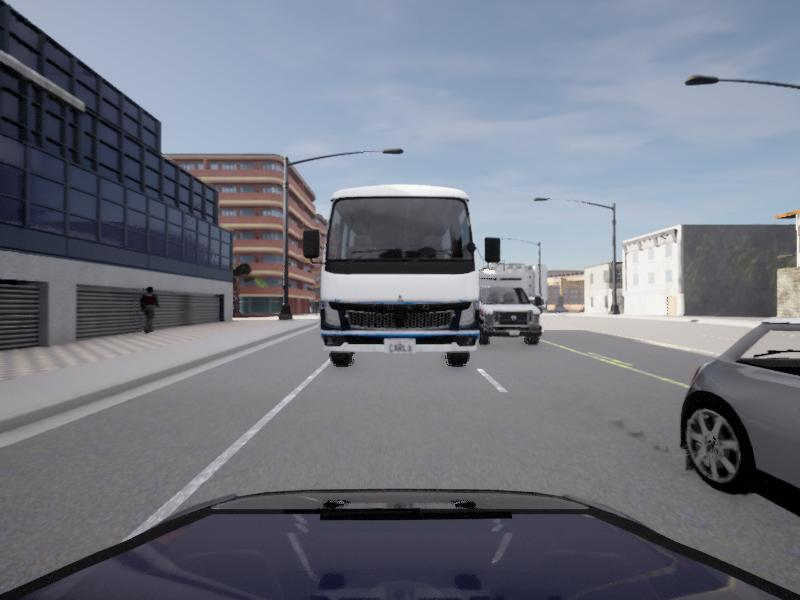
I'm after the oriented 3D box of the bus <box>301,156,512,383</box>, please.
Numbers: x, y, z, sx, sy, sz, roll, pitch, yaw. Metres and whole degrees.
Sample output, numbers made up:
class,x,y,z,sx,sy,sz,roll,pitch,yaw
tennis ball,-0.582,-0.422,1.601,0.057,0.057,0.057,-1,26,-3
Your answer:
class,x,y,z,sx,sy,sz,roll,pitch,yaw
bus,0.119,-0.630,12.638,3.944,4.253,10.273,0,1,0

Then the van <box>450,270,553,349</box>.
class,x,y,z,sx,sy,sz,roll,pitch,yaw
van,3.496,0.249,15.391,2.351,2.431,6.366,0,1,0

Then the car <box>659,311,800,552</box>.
class,x,y,z,sx,sy,sz,roll,pitch,yaw
car,3.499,0.850,1.975,1.970,1.475,3.806,0,0,0

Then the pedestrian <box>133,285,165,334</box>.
class,x,y,z,sx,sy,sz,roll,pitch,yaw
pedestrian,-9.743,0.377,15.565,0.751,1.860,0.751,0,-1,0

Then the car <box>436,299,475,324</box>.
class,x,y,z,sx,sy,sz,roll,pitch,yaw
car,3.461,0.693,25.652,1.812,1.442,4.674,0,0,-1
